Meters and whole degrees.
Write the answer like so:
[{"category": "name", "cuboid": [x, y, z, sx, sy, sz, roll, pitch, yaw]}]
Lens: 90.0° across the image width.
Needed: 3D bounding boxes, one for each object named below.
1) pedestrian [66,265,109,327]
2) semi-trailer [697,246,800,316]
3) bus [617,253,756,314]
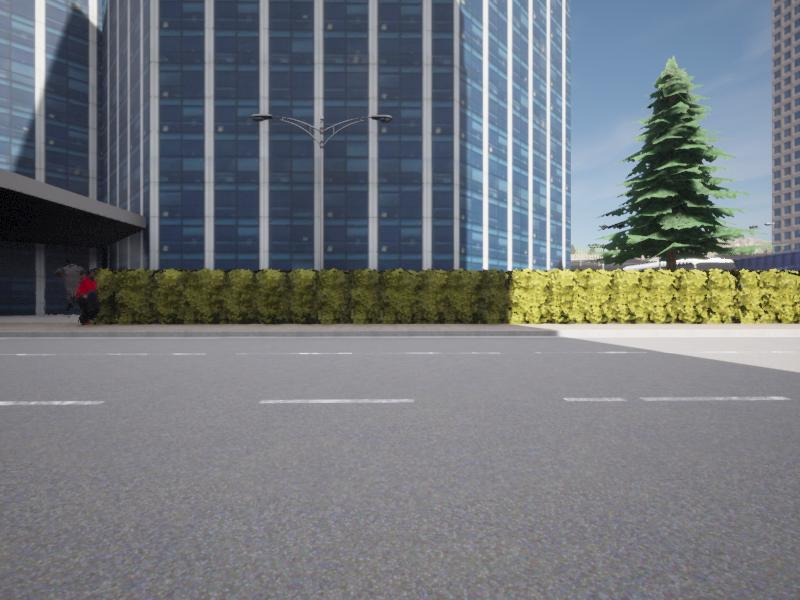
[{"category": "pedestrian", "cuboid": [-9.712, -0.115, 12.446, 0.751, 1.860, 0.751, 0, 0, 3]}, {"category": "semi-trailer", "cuboid": [26.575, -1.219, 26.873, 2.717, 4.402, 14.254, 0, 0, 0]}, {"category": "bus", "cuboid": [22.822, -1.131, 33.080, 3.944, 4.253, 10.273, 0, 0, -1]}]
